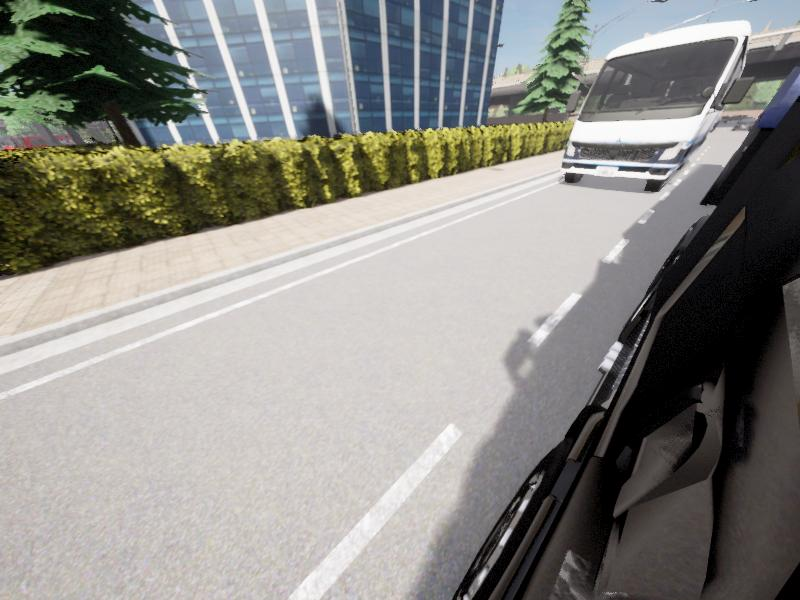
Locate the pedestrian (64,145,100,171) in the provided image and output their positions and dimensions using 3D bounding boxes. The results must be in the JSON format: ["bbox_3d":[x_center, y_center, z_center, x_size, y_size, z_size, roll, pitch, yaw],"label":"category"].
[{"bbox_3d":[-27.555,-12.347,20.073,0.751,1.860,0.751,-11,38,-12],"label":"pedestrian"}]

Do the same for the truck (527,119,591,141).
[{"bbox_3d":[20.836,-22.505,30.709,2.390,2.098,6.274,-29,44,-31],"label":"truck"}]

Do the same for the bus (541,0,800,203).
[{"bbox_3d":[10.904,-7.617,9.648,10.273,4.253,3.944,-28,44,-31],"label":"bus"}]

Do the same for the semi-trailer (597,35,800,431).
[{"bbox_3d":[8.737,-3.570,4.203,14.254,4.402,2.717,-28,43,-29],"label":"semi-trailer"}]

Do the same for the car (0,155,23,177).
[{"bbox_3d":[-37.395,-12.056,20.882,2.128,1.511,4.902,-29,44,-31],"label":"car"}]

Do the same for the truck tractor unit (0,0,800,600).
[{"bbox_3d":[2.645,-0.295,0.351,6.516,4.208,3.053,-28,44,-30],"label":"truck tractor unit"}]

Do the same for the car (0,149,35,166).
[{"bbox_3d":[-54.511,-20.072,32.458,2.097,1.767,4.553,-29,44,-31],"label":"car"}]

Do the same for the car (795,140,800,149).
[{"bbox_3d":[28.425,-10.712,14.983,4.974,1.542,2.038,-29,44,-31],"label":"car"}]

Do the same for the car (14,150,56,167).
[{"bbox_3d":[-47.158,-18.376,29.948,1.845,1.501,3.633,-29,44,-31],"label":"car"}]

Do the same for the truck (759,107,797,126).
[{"bbox_3d":[69.881,-33.976,42.842,5.204,2.467,2.627,-29,44,-31],"label":"truck"}]

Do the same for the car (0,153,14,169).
[{"bbox_3d":[-49.342,-16.631,27.741,1.845,1.501,3.633,-29,44,-31],"label":"car"}]

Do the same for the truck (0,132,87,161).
[{"bbox_3d":[-65.445,-28.229,42.379,2.891,3.827,8.468,4,37,9],"label":"truck"}]
